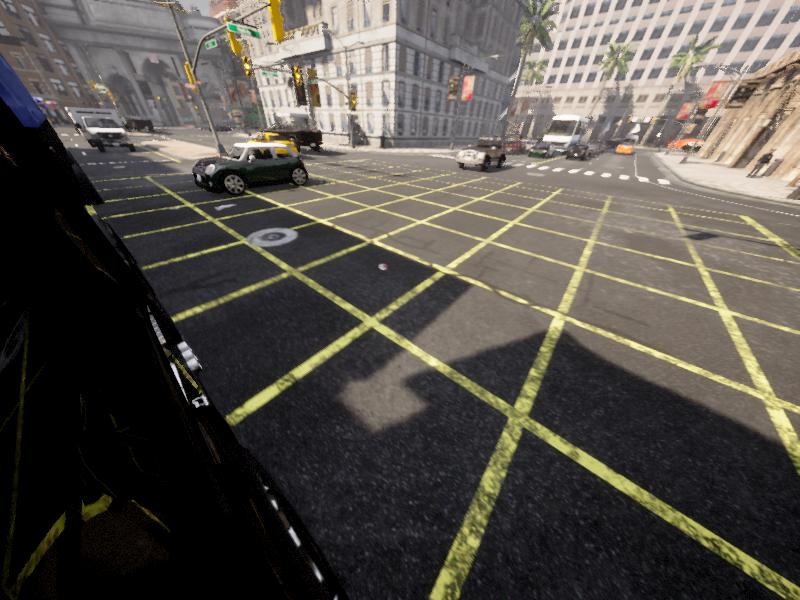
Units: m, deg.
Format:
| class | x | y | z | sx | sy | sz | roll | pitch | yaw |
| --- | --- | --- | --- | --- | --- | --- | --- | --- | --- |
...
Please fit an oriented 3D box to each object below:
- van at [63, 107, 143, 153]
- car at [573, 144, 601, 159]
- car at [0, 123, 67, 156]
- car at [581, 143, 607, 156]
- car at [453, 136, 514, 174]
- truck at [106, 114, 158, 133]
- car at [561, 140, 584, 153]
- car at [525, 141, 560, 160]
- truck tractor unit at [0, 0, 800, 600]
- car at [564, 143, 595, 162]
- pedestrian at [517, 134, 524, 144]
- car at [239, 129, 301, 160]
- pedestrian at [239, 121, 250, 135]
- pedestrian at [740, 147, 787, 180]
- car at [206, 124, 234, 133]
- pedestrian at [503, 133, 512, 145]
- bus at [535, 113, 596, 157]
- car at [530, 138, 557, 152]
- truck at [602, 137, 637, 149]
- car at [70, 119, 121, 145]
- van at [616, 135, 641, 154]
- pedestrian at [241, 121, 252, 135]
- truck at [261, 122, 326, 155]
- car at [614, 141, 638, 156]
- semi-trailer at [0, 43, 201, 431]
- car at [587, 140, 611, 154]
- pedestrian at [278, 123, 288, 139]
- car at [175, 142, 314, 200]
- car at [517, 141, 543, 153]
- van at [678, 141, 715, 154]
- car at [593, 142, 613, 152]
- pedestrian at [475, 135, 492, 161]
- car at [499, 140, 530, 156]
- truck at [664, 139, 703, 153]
| class | x | y | z | sx | sy | sz | roll | pitch | yaw |
| --- | --- | --- | --- | --- | --- | --- | --- | --- | --- |
| van | -22.362 | -12.809 | 17.375 | 6.366 | 2.431 | 2.351 | 28 | 44 | 30 |
| car | 24.171 | -19.240 | 29.813 | 1.895 | 1.301 | 4.718 | 28 | 44 | 30 |
| car | -24.279 | -10.672 | 15.260 | 5.357 | 1.411 | 2.033 | 28 | 44 | 30 |
| car | 28.782 | -22.403 | 34.251 | 2.033 | 1.411 | 5.357 | 28 | 44 | 30 |
| car | 5.796 | -10.063 | 15.914 | 1.932 | 1.855 | 4.605 | 28 | 43 | 30 |
| truck | -42.826 | -28.197 | 36.974 | 6.274 | 2.098 | 2.390 | 14 | 38 | 15 |
| car | 28.778 | -25.695 | 38.546 | 2.007 | 1.525 | 4.514 | 28 | 44 | 30 |
| car | 16.439 | -17.286 | 26.523 | 2.038 | 1.542 | 4.974 | 28 | 44 | 30 |
| truck tractor unit | -2.645 | -0.295 | 0.351 | 6.516 | 4.208 | 3.053 | 28 | 44 | 30 |
| car | 19.996 | -16.453 | 25.676 | 1.816 | 1.474 | 4.193 | 28 | 44 | 30 |
| pedestrian | 27.813 | -37.111 | 53.189 | 0.751 | 1.860 | 0.751 | 28 | 44 | 30 |
| car | -10.202 | -12.235 | 18.068 | 5.366 | 1.575 | 1.801 | 28 | 44 | 30 |
| pedestrian | -26.910 | -29.803 | 40.014 | 0.751 | 1.860 | 0.751 | 4 | 37 | 2 |
| pedestrian | 25.204 | -9.503 | 16.080 | 0.751 | 1.860 | 0.751 | 28 | 44 | 30 |
| car | -35.971 | -34.392 | 46.300 | 1.994 | 1.385 | 4.181 | 9 | 37 | 9 |
| pedestrian | 20.534 | -30.769 | 44.250 | 0.751 | 1.860 | 0.751 | -17 | 41 | -25 |
| bus | 23.120 | -22.821 | 32.071 | 3.944 | 4.253 | 10.273 | 28 | 44 | 30 |
| car | 23.366 | -25.328 | 37.598 | 2.242 | 1.667 | 4.611 | 28 | 44 | 30 |
| truck | 53.873 | -38.512 | 56.772 | 6.274 | 2.098 | 2.390 | -3 | 37 | -8 |
| car | -28.242 | -15.620 | 21.440 | 4.856 | 1.649 | 2.033 | 28 | 44 | 30 |
| van | 40.622 | -27.647 | 41.047 | 1.988 | 2.561 | 5.915 | 28 | 44 | 30 |
| pedestrian | -26.433 | -29.564 | 39.723 | 0.751 | 1.860 | 0.751 | 21 | 40 | 23 |
| truck | -9.903 | -15.025 | 21.388 | 6.274 | 2.098 | 2.390 | 28 | 44 | 30 |
| car | 35.989 | -24.197 | 36.764 | 2.097 | 1.767 | 4.553 | 28 | 44 | 30 |
| semi-trailer | -8.695 | -3.603 | 4.238 | 14.254 | 4.402 | 2.717 | 28 | 44 | 30 |
| car | 33.416 | -25.663 | 38.710 | 2.152 | 1.651 | 5.027 | 29 | 44 | 30 |
| pedestrian | -17.702 | -25.576 | 34.929 | 0.751 | 1.860 | 0.751 | 31 | 45 | 32 |
| car | -5.748 | -5.213 | 9.034 | 1.970 | 1.475 | 3.806 | 28 | 43 | 30 |
| car | 18.814 | -22.103 | 33.313 | 1.895 | 1.301 | 4.718 | 28 | 44 | 30 |
| van | 67.342 | -34.724 | 52.596 | 4.480 | 2.038 | 2.069 | 28 | 44 | 30 |
| car | 38.306 | -28.877 | 43.506 | 2.033 | 1.411 | 5.357 | 28 | 44 | 30 |
| pedestrian | 7.589 | -13.814 | 21.012 | 0.751 | 1.860 | 0.751 | 28 | 43 | 29 |
| car | 14.439 | -19.142 | 28.956 | 1.812 | 1.442 | 4.674 | 28 | 44 | 30 |
| truck | 68.154 | -37.219 | 55.620 | 5.204 | 2.467 | 2.627 | 28 | 44 | 30 |
